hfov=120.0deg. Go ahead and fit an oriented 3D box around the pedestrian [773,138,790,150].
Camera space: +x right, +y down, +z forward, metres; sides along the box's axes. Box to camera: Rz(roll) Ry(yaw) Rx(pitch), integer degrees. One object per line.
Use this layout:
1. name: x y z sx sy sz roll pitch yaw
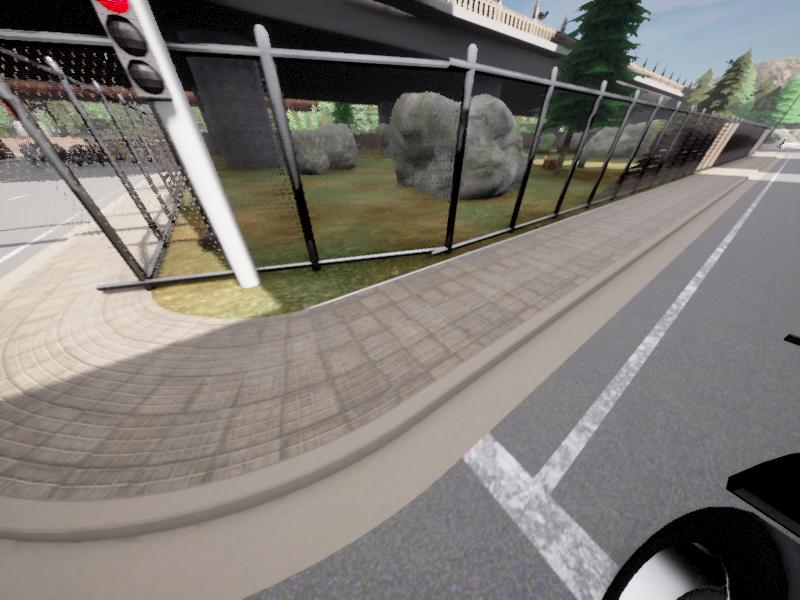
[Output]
1. pedestrian: 71.645 -29.299 43.342 0.751 1.860 0.751 -29 44 -35
